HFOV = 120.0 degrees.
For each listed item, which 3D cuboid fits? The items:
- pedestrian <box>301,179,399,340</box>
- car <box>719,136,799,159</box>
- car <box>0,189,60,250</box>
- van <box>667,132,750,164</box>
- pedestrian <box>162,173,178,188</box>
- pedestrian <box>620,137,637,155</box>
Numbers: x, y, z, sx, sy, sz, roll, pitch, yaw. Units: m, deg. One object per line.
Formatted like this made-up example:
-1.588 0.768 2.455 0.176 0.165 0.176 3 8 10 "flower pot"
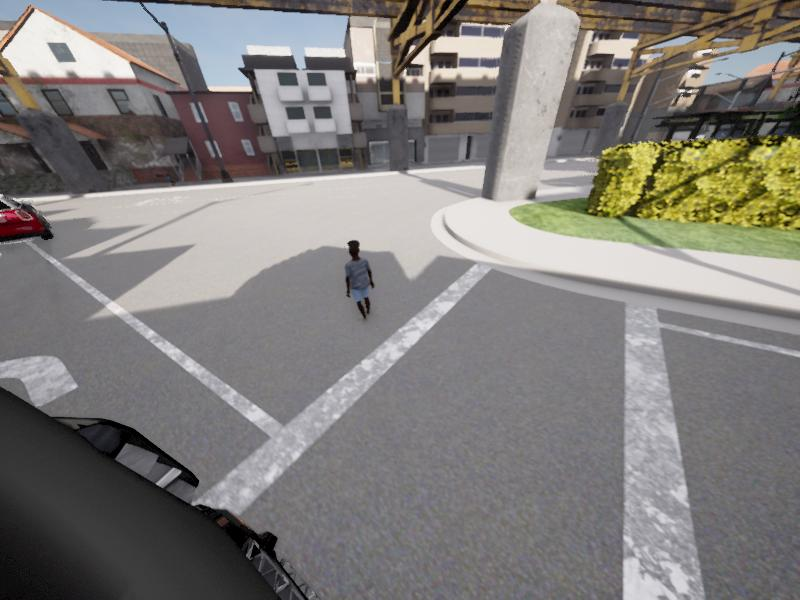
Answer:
-0.583 -0.519 3.111 0.751 1.860 0.751 -24 38 -28 "pedestrian"
33.910 -14.458 21.878 5.366 1.575 1.801 -10 34 -11 "car"
-14.411 -2.896 8.214 3.806 1.475 1.970 19 39 30 "car"
27.042 -13.386 20.371 4.480 2.038 2.069 -10 34 -11 "van"
-20.186 -10.519 20.290 0.500 1.100 0.500 -12 34 -13 "pedestrian"
30.359 -20.473 30.737 0.751 1.860 0.751 4 34 11 "pedestrian"
